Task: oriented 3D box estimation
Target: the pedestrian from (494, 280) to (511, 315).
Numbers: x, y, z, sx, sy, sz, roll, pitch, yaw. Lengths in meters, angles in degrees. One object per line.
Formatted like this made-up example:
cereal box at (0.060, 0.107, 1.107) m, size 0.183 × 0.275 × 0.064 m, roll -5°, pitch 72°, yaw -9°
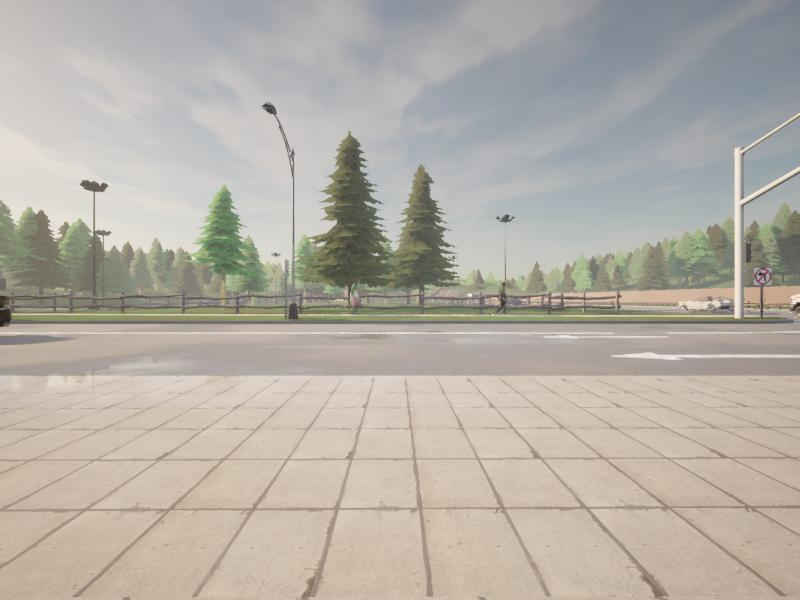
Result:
pedestrian at (5.524, -0.115, 21.506) m, size 0.751 × 1.860 × 0.751 m, roll 0°, pitch 0°, yaw 3°

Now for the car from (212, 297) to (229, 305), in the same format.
car at (-36.704, 0.224, 81.867) m, size 1.851 × 1.617 × 3.988 m, roll 0°, pitch 0°, yaw -1°

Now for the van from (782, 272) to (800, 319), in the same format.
van at (21.654, -0.221, 18.253) m, size 2.351 × 2.431 × 6.366 m, roll 0°, pitch 0°, yaw -1°

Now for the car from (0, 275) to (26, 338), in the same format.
car at (-13.044, 0.170, 10.176) m, size 5.238 × 1.638 × 1.930 m, roll 0°, pitch 0°, yaw 0°

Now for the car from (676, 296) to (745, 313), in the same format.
car at (24.978, 0.346, 32.405) m, size 1.895 × 1.301 × 4.718 m, roll 0°, pitch 0°, yaw -1°

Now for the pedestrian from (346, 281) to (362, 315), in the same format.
pedestrian at (-2.526, -0.115, 22.159) m, size 0.751 × 1.860 × 0.751 m, roll 0°, pitch 0°, yaw 4°
